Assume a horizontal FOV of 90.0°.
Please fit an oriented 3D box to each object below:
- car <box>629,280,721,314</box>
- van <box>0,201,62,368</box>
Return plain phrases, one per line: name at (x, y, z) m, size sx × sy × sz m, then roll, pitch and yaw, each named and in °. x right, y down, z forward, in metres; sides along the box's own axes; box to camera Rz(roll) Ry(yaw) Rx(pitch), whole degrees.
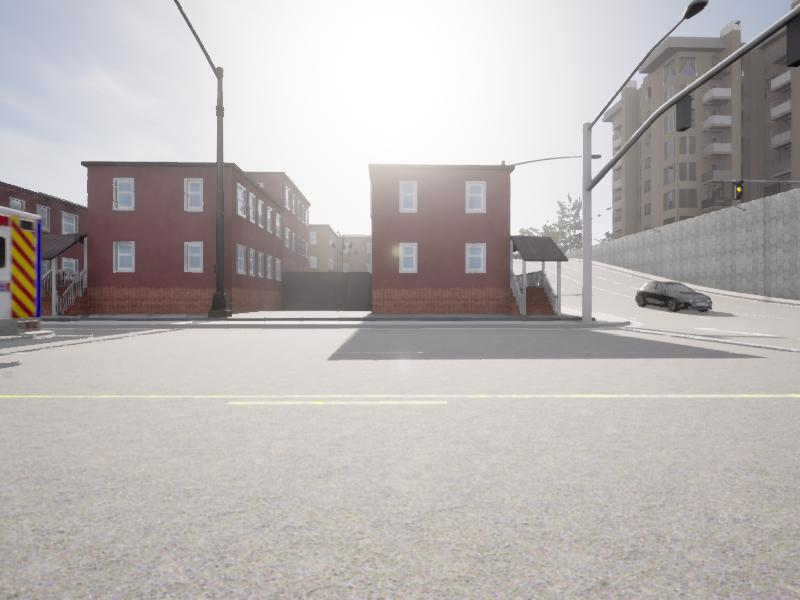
car at (16.117, -0.256, 23.853) m, size 2.033 × 1.649 × 4.856 m, roll 0°, pitch 5°, yaw 0°
van at (-8.996, -0.222, 5.681) m, size 6.366 × 2.431 × 2.351 m, roll 0°, pitch 0°, yaw -1°
